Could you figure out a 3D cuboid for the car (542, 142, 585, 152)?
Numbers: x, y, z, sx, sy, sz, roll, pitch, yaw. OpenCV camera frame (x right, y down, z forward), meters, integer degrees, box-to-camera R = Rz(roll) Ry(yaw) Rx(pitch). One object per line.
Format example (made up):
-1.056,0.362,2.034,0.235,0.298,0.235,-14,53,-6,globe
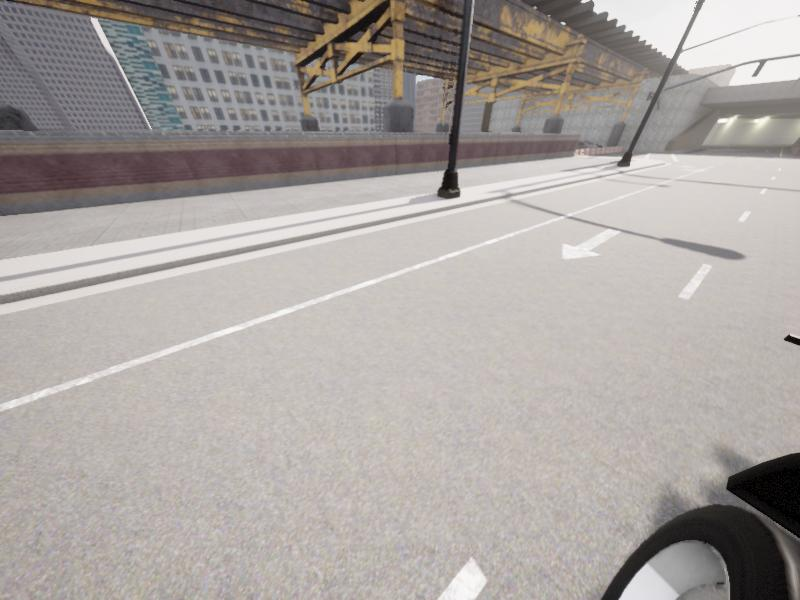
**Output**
23.552,-22.149,33.416,4.536,1.218,1.853,5,36,7,car

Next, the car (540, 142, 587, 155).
23.604,-22.016,33.501,4.974,1.542,2.038,5,36,7,car

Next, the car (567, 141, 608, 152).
31.320,-25.722,38.685,4.974,1.542,2.038,-4,35,-5,car

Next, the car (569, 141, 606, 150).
31.267,-25.847,38.589,4.536,1.218,1.853,-4,35,-5,car

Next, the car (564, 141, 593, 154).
27.374,-23.559,35.655,2.038,1.542,4.974,11,37,15,car
